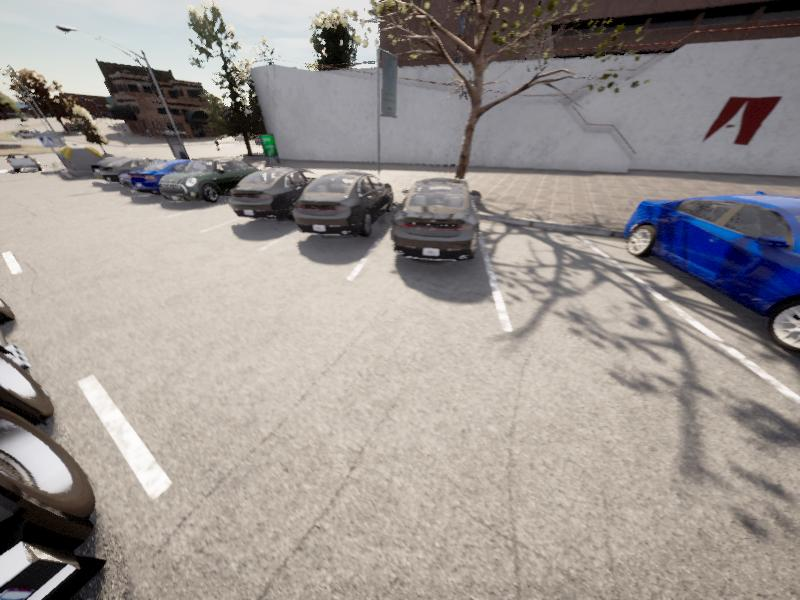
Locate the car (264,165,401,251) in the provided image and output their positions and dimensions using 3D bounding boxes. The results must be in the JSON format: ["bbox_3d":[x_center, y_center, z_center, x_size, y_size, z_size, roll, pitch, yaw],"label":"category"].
[{"bbox_3d":[-1.514,-3.309,7.465,2.231,1.521,4.892,6,34,9],"label":"car"}]

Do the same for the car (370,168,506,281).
[{"bbox_3d":[1.034,-2.465,6.220,2.231,1.521,4.892,6,34,9],"label":"car"}]

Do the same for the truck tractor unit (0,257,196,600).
[{"bbox_3d":[-5.105,-0.305,0.802,6.516,4.208,3.053,19,39,25],"label":"truck tractor unit"}]

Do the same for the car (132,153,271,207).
[{"bbox_3d":[-9.047,-6.031,11.274,2.185,1.767,4.553,8,35,11],"label":"car"}]

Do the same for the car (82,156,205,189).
[{"bbox_3d":[-16.475,-8.613,15.341,2.231,1.521,4.892,8,34,12],"label":"car"}]

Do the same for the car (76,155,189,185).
[{"bbox_3d":[-18.905,-9.536,16.770,2.163,1.488,4.792,8,35,12],"label":"car"}]

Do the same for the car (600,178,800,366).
[{"bbox_3d":[6.169,-0.817,3.793,2.097,1.535,5.008,6,35,8],"label":"car"}]

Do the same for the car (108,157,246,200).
[{"bbox_3d":[-11.545,-6.798,12.637,2.097,1.535,5.008,7,34,11],"label":"car"}]

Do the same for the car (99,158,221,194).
[{"bbox_3d":[-14.009,-7.669,14.006,2.002,1.452,4.674,8,35,11],"label":"car"}]

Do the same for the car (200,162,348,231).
[{"bbox_3d":[-4.046,-4.163,8.729,2.231,1.521,4.892,6,34,10],"label":"car"}]

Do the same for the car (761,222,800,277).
[{"bbox_3d":[8.746,0.008,2.587,2.097,1.535,5.008,6,34,8],"label":"car"}]
